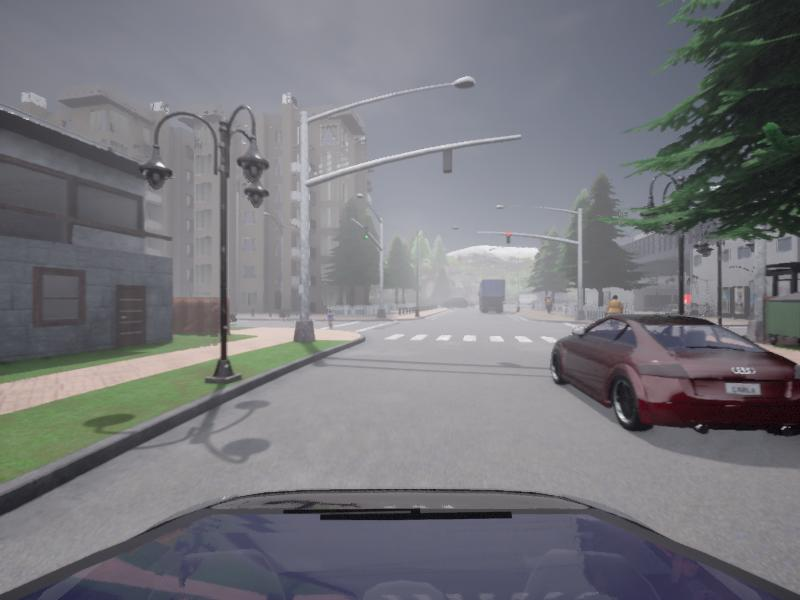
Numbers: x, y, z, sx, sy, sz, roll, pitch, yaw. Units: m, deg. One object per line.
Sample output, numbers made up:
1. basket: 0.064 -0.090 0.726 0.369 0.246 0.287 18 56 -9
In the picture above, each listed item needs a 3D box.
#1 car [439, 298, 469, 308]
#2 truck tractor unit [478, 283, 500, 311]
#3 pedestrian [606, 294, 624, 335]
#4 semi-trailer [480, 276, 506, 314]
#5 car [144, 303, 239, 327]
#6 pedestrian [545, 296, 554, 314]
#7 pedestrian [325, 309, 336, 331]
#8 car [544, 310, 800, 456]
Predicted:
1. car: 10.599 0.616 78.673 5.566 2.045 2.150 -1 -1 44
2. truck tractor unit: 13.805 -0.461 62.347 3.053 4.208 6.516 0 0 10
3. pedestrian: 10.098 0.661 18.773 0.751 1.860 0.751 0 0 29
4. semi-trailer: 12.427 -0.566 54.556 2.717 4.402 14.254 0 0 10
5. car: -13.219 0.919 25.485 5.357 1.411 2.033 0 0 13
6. pedestrian: 15.241 0.530 40.823 0.751 1.860 0.751 0 0 25
7. pedestrian: -3.626 1.042 20.912 0.500 1.100 0.500 0 0 1
8. car: 3.820 0.910 6.235 1.994 1.385 4.181 0 0 5
